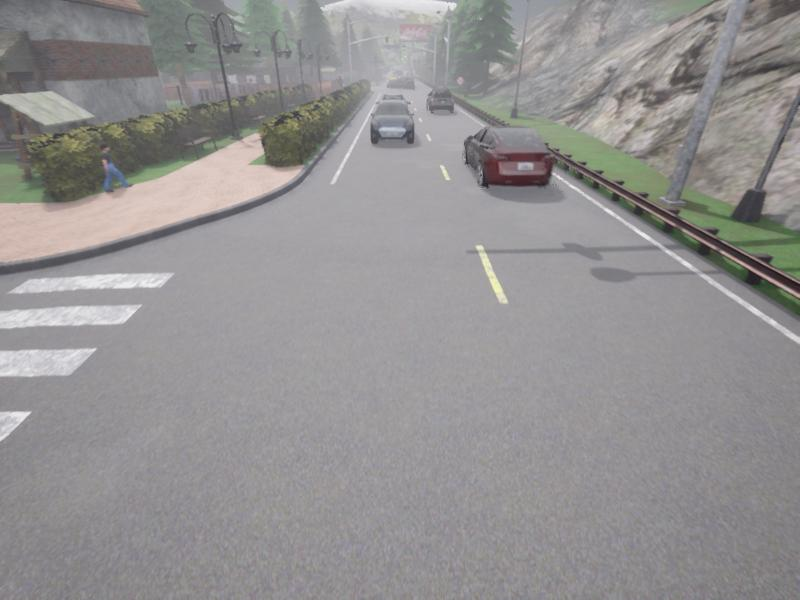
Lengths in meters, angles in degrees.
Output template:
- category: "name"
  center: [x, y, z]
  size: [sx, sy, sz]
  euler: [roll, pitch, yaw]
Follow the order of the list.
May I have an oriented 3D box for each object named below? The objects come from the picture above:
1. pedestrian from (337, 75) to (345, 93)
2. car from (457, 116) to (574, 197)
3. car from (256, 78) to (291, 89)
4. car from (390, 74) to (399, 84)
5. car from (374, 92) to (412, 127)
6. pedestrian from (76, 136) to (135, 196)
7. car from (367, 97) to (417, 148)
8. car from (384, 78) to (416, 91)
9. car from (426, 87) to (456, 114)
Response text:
- category: "pedestrian"
  center: [-7.203, -26.411, 48.958]
  size: [0.751, 1.860, 0.751]
  euler: [-1, 30, -1]
- category: "car"
  center: [3.223, -4.605, 12.381]
  size: [2.163, 1.488, 4.792]
  euler: [0, 30, 0]
- category: "car"
  center: [-20.257, -34.639, 64.094]
  size: [4.892, 1.490, 1.837]
  euler: [3, 30, 5]
- category: "car"
  center: [-1.051, -43.244, 78.173]
  size: [1.801, 1.575, 5.366]
  euler: [0, 30, 0]
- category: "car"
  center: [-0.422, -11.892, 24.816]
  size: [2.128, 1.511, 4.902]
  euler: [0, 30, 0]
- category: "pedestrian"
  center: [-7.661, -3.497, 10.438]
  size: [0.751, 1.300, 0.751]
  euler: [-26, 39, -36]
- category: "car"
  center: [-0.354, -8.500, 18.907]
  size: [2.033, 1.649, 4.856]
  euler: [0, 30, 0]
- category: "car"
  center: [0.005, -33.126, 61.374]
  size: [4.611, 1.667, 2.242]
  euler: [24, 38, 35]
- category: "car"
  center: [3.017, -15.125, 30.226]
  size: [1.851, 1.617, 3.988]
  euler: [0, 30, 0]
